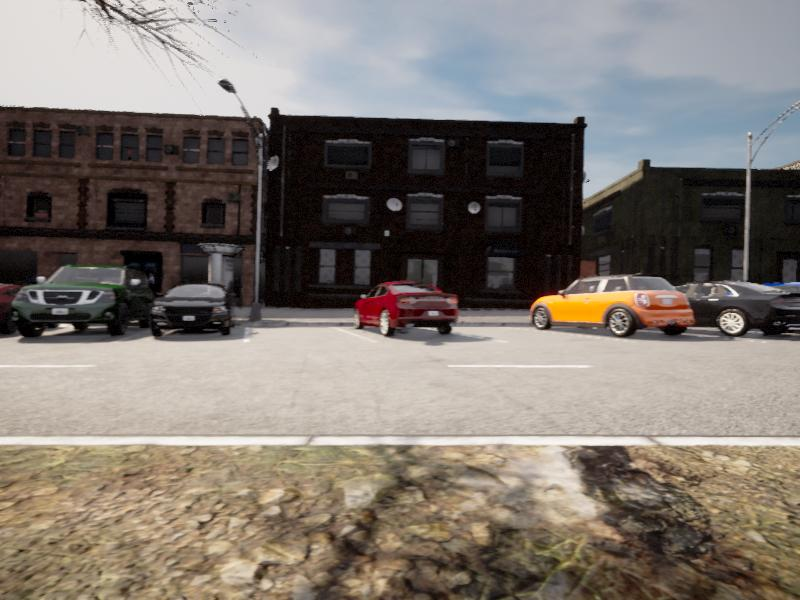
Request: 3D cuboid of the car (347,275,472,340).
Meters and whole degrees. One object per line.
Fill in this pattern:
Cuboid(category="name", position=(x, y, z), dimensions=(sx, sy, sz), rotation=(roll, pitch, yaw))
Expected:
Cuboid(category="car", position=(-0.019, 0.211, 12.152), dimensions=(2.097, 1.535, 5.008), rotation=(0, -1, -20))

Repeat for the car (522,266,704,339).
Cuboid(category="car", position=(6.028, 0.088, 12.079), dimensions=(2.185, 1.767, 4.553), rotation=(0, -1, -20))

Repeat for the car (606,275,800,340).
Cuboid(category="car", position=(9.047, 0.216, 12.038), dimensions=(2.231, 1.521, 4.892), rotation=(0, -1, -19))

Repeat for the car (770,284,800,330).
Cuboid(category="car", position=(15.013, 0.216, 12.081), dimensions=(1.946, 1.575, 5.366), rotation=(0, -1, -19))

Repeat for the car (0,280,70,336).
Cuboid(category="car", position=(-12.104, 0.246, 12.049), dimensions=(2.002, 1.452, 4.674), rotation=(0, -1, -21))

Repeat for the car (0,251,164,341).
Cuboid(category="car", position=(-9.065, -0.044, 12.085), dimensions=(2.435, 2.045, 5.566), rotation=(1, -1, -21))

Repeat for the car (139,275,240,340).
Cuboid(category="car", position=(-6.057, 0.209, 12.148), dimensions=(2.097, 1.535, 5.008), rotation=(1, -1, -21))

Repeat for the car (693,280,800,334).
Cuboid(category="car", position=(12.066, 0.216, 11.994), dimensions=(2.097, 1.535, 5.008), rotation=(1, -1, -19))
